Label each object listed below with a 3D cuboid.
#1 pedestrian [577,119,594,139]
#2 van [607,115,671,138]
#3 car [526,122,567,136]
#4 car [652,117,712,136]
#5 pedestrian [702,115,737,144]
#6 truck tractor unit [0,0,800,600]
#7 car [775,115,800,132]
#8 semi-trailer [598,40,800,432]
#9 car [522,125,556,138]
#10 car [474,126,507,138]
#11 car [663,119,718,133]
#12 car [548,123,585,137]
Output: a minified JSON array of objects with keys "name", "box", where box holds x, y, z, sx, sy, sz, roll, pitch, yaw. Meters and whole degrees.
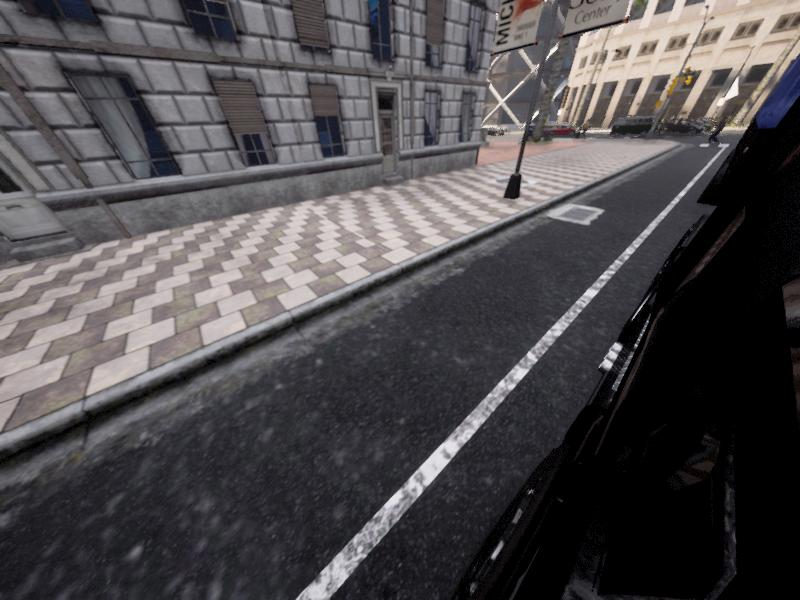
[{"name":"pedestrian","box":[21.003,-19.353,26.163,0.751,1.860,0.751,7,38,13]},{"name":"van","box":[27.694,-20.186,27.016,1.775,1.987,4.442,-22,41,-24]},{"name":"car","box":[24.644,-28.795,38.959,5.238,1.638,1.930,29,47,35]},{"name":"car","box":[32.866,-20.235,27.052,1.851,1.617,3.988,-28,44,-30]},{"name":"pedestrian","box":[25.480,-13.591,18.453,0.751,1.860,0.751,-26,42,-27]},{"name":"truck tractor unit","box":[2.645,-0.295,0.351,6.516,4.208,3.053,-28,44,-30]},{"name":"car","box":[44.630,-18.611,24.286,2.033,1.411,5.357,-28,44,-29]},{"name":"semi-trailer","box":[8.694,-3.621,4.213,14.254,4.402,2.717,-28,44,-30]},{"name":"car","box":[20.564,-25.016,34.298,3.633,1.501,1.845,29,47,35]},{"name":"car","box":[15.957,-29.717,40.870,4.902,1.511,2.128,16,41,23]},{"name":"car","box":[38.332,-22.985,30.546,1.994,1.385,4.181,-28,44,-29]},{"name":"car","box":[24.860,-25.434,34.611,1.970,1.475,3.806,-31,45,-32]}]
